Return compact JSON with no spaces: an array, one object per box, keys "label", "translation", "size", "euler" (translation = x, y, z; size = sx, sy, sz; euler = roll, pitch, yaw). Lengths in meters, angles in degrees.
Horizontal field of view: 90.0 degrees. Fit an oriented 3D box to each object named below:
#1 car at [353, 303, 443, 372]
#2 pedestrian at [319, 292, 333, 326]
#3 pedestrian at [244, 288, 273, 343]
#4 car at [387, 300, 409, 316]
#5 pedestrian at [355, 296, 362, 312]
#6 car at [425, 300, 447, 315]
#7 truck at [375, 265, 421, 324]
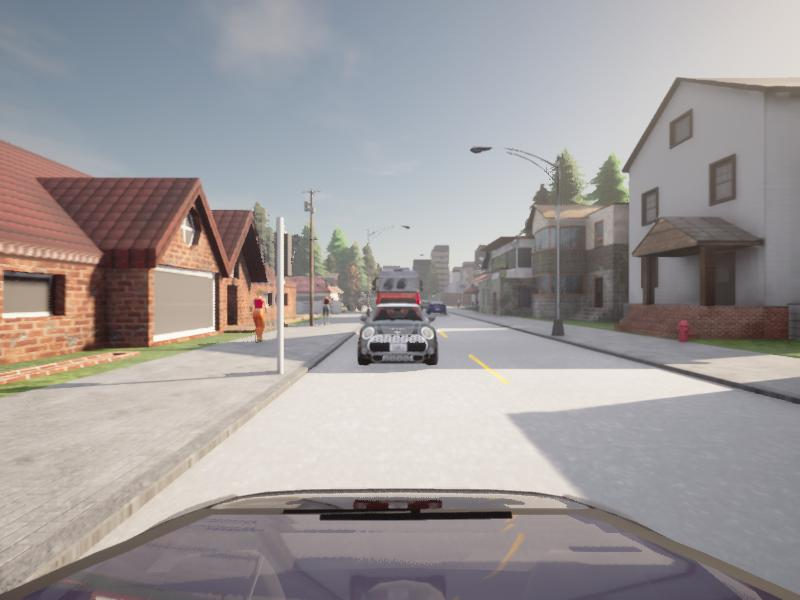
[{"label":"car","translation":[-0.056,0.841,10.713],"size":[1.970,1.475,3.806],"euler":[0,0,0]},{"label":"pedestrian","translation":[-4.232,0.509,22.871],"size":[0.751,1.860,0.751],"euler":[0,0,-16]},{"label":"pedestrian","translation":[-4.832,0.518,13.716],"size":[0.751,1.860,0.751],"euler":[0,0,-2]},{"label":"car","translation":[-0.180,0.793,41.128],"size":[2.128,1.511,4.902],"euler":[0,0,0]},{"label":"pedestrian","translation":[-4.886,0.483,47.196],"size":[0.751,1.860,0.751],"euler":[0,0,3]},{"label":"car","translation":[3.809,0.778,43.000],"size":[1.882,1.535,5.008],"euler":[0,0,0]},{"label":"truck","translation":[-0.135,-0.351,29.882],"size":[2.891,3.827,8.468],"euler":[0,0,0]}]
